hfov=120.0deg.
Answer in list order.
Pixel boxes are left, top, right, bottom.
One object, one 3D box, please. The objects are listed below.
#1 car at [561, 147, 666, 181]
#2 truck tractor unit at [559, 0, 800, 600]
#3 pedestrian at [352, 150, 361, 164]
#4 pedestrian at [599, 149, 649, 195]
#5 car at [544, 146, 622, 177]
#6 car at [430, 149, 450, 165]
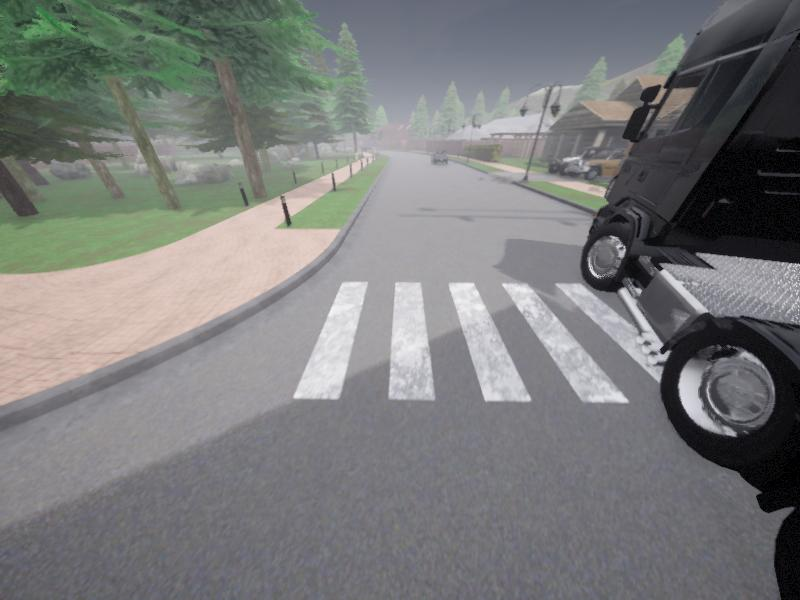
[{"bbox_3d":[14.105,-9.172,15.563,4.605,1.855,1.932,0,34,0],"label":"car"},{"bbox_3d":[4.133,-0.777,1.471,3.053,4.208,6.516,12,37,17],"label":"truck tractor unit"},{"bbox_3d":[-5.024,-16.591,26.762,0.751,1.300,0.751,7,35,10],"label":"pedestrian"},{"bbox_3d":[10.537,-6.047,10.951,0.751,1.860,0.751,1,34,2],"label":"pedestrian"},{"bbox_3d":[13.734,-10.594,17.639,3.866,1.878,1.905,0,34,0],"label":"car"},{"bbox_3d":[4.894,-17.856,28.744,1.845,1.501,3.633,0,35,0],"label":"car"}]
